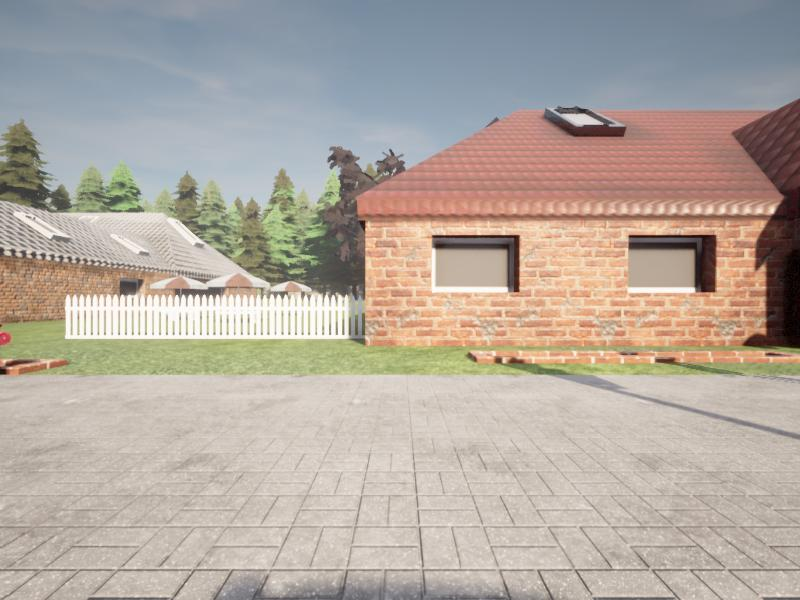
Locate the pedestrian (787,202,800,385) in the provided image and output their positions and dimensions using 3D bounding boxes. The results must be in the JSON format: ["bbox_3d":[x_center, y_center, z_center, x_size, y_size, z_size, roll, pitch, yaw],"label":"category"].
[{"bbox_3d":[4.457,-0.067,3.849,0.751,1.860,0.751,0,0,0],"label":"pedestrian"}]
